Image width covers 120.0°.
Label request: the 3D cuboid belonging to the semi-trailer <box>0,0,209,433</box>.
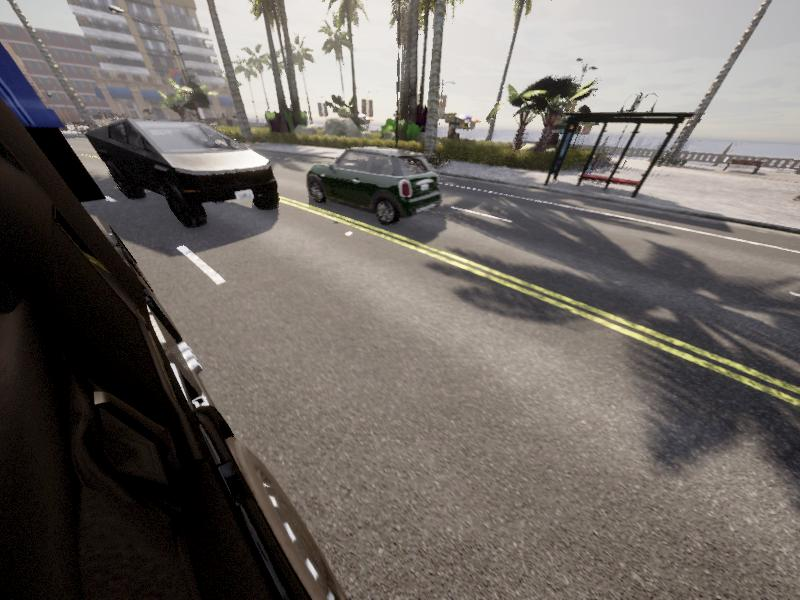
[{"bbox_3d":[-9.130,-3.268,3.752,14.254,4.402,2.717,23,41,25],"label":"semi-trailer"}]

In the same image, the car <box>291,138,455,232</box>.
[{"bbox_3d":[-0.977,-3.853,7.213,4.553,1.767,2.097,27,43,29],"label":"car"}]

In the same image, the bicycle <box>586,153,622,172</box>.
[{"bbox_3d":[14.785,-10.022,16.796,0.373,1.024,1.643,-26,46,-33],"label":"bicycle"}]

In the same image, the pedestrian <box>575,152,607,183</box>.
[{"bbox_3d":[10.145,-7.057,12.275,0.751,1.300,0.751,31,45,32],"label":"pedestrian"}]

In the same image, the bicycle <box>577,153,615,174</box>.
[{"bbox_3d":[13.266,-9.275,15.708,0.373,1.024,1.643,-26,46,-33],"label":"bicycle"}]

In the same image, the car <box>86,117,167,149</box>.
[{"bbox_3d":[-22.264,-13.670,18.918,4.605,1.855,1.932,13,38,14],"label":"car"}]

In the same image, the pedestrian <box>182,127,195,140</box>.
[{"bbox_3d":[-23.314,-18.375,25.474,0.500,1.100,0.500,6,37,5],"label":"pedestrian"}]

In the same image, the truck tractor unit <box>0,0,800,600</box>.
[{"bbox_3d":[-2.645,-0.295,0.351,6.516,4.208,3.053,28,44,30],"label":"truck tractor unit"}]

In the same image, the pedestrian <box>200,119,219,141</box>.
[{"bbox_3d":[-20.981,-18.747,25.479,0.751,1.860,0.751,9,37,8],"label":"pedestrian"}]

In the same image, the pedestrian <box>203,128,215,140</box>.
[{"bbox_3d":[-21.820,-19.039,26.450,0.500,1.100,0.500,2,37,0],"label":"pedestrian"}]

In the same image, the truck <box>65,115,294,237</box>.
[{"bbox_3d":[-6.408,-3.960,6.772,6.274,2.098,2.390,23,41,25],"label":"truck"}]
